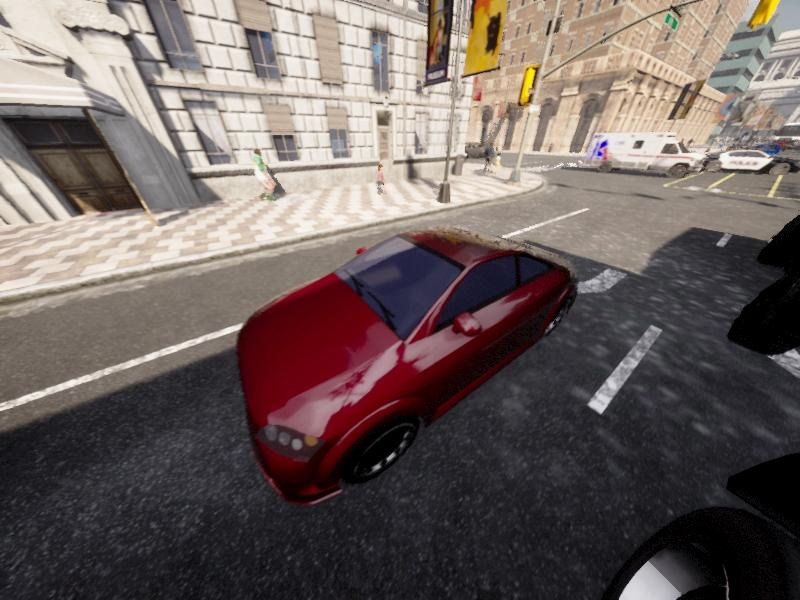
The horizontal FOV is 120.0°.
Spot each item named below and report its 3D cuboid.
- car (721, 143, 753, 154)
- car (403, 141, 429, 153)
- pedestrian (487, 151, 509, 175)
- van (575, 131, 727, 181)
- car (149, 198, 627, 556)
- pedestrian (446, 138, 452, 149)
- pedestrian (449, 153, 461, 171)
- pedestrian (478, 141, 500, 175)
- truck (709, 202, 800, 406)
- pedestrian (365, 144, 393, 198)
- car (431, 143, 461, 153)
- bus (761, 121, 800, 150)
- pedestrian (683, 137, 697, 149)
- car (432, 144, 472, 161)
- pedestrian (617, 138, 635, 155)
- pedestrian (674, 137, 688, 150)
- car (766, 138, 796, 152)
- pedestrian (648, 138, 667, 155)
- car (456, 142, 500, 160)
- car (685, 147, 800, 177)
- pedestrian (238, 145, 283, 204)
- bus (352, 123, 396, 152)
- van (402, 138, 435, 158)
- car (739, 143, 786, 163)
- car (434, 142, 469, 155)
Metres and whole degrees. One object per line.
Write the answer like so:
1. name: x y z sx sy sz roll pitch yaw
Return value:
1. car: 50.442 -22.688 34.569 4.718 1.301 1.895 -22 41 -28
2. car: 2.881 -28.108 42.333 1.930 1.638 5.238 -22 40 -28
3. pedestrian: 6.501 -9.140 15.390 0.751 1.300 0.751 -22 40 -27
4. van: 16.716 -10.146 16.067 2.351 2.431 6.366 -22 41 -28
5. car: 0.352 -0.036 2.772 4.181 1.385 1.994 -22 41 -28
6. pedestrian: 10.443 -33.233 49.047 0.751 1.860 0.751 -25 42 -31
7. pedestrian: 4.023 -10.080 16.916 0.500 1.100 0.500 -9 36 -12
8. pedestrian: 5.923 -9.495 15.413 0.751 1.860 0.751 26 43 33
9. truck: 6.938 -0.540 2.833 6.274 2.098 2.390 -22 40 -28
10. pedestrian: -0.845 -5.317 9.539 0.751 1.860 0.751 -23 41 -29
11. car: 8.128 -27.207 41.229 2.033 1.411 5.357 -22 41 -28
12. bus: 74.884 -31.477 44.285 10.273 4.253 3.944 -22 41 -28
13. pedestrian: 55.338 -29.969 44.072 0.751 1.860 0.751 -23 41 -28
14. car: 6.293 -18.225 28.388 2.007 1.525 4.514 -22 41 -28
15. pedestrian: 30.025 -20.435 30.743 0.751 1.860 0.751 -7 36 -10
16. pedestrian: 50.622 -28.241 41.658 0.751 1.860 0.751 -19 39 -25
17. car: 65.360 -26.707 39.666 3.866 1.878 1.905 -22 41 -28
18. pedestrian: 33.687 -20.107 30.250 0.751 1.860 0.751 -17 39 -23
19. car: 9.746 -18.974 29.299 2.242 1.667 4.611 -22 41 -28
20. car: 24.674 -9.952 16.508 4.974 1.542 2.038 23 41 29
21. pedestrian: -5.227 -4.729 8.738 0.751 1.860 0.751 -27 43 -33
22. bus: -5.303 -32.520 46.388 3.944 4.253 10.273 -22 41 -28
23. van: 2.495 -21.520 32.629 2.069 2.038 4.480 -22 42 -28
24. car: 37.600 -15.260 23.931 5.008 1.535 1.882 -22 41 -28
25. car: 7.974 -23.879 36.347 1.801 1.575 5.366 -22 41 -28
